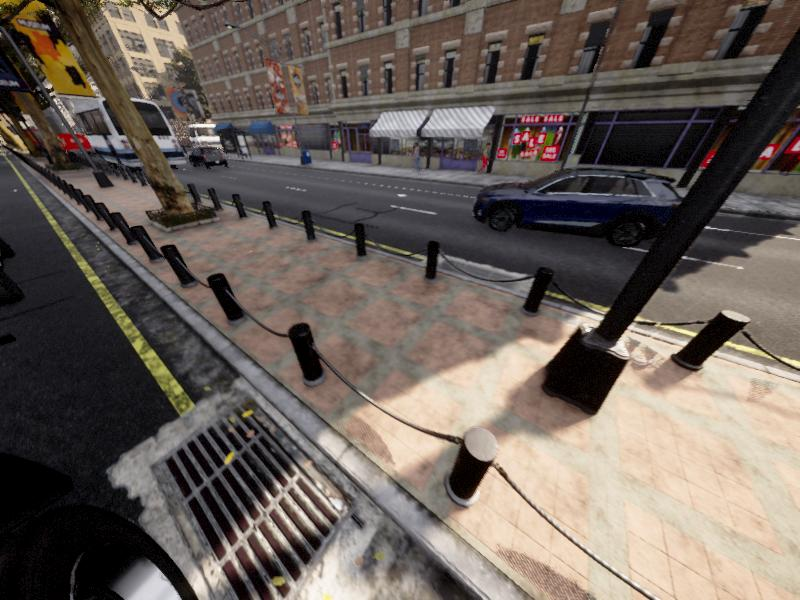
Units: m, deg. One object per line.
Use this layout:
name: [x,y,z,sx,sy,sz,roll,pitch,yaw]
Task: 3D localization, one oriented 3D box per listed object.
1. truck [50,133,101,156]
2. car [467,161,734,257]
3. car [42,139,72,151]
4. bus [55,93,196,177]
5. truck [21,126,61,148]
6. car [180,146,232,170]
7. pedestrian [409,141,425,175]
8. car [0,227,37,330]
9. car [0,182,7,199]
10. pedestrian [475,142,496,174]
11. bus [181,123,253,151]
truck: [-44.617,-21.411,31.817,5.204,2.467,2.627,20,40,27]
car: [4.661,-2.797,6.508,4.856,1.649,2.033,14,37,19]
car: [-62.546,-28.276,42.139,4.611,1.667,2.242,22,41,28]
bus: [-21.417,-12.689,18.078,10.273,4.253,3.944,22,41,28]
truck: [-78.937,-35.766,50.774,8.468,3.827,2.891,22,41,28]
car: [-16.501,-12.132,19.688,3.633,1.501,1.845,22,40,28]
pedestrian: [1.154,-9.629,15.675,0.751,1.860,0.751,17,39,22]
car: [-8.098,-0.693,3.509,4.974,1.542,2.038,22,41,28]
car: [-19.936,-5.401,10.222,5.357,1.411,2.033,22,41,28]
pedestrian: [5.876,-9.774,15.917,0.751,1.860,0.751,24,42,30]
bus: [-37.286,-33.723,47.827,3.944,4.253,10.273,21,40,27]
